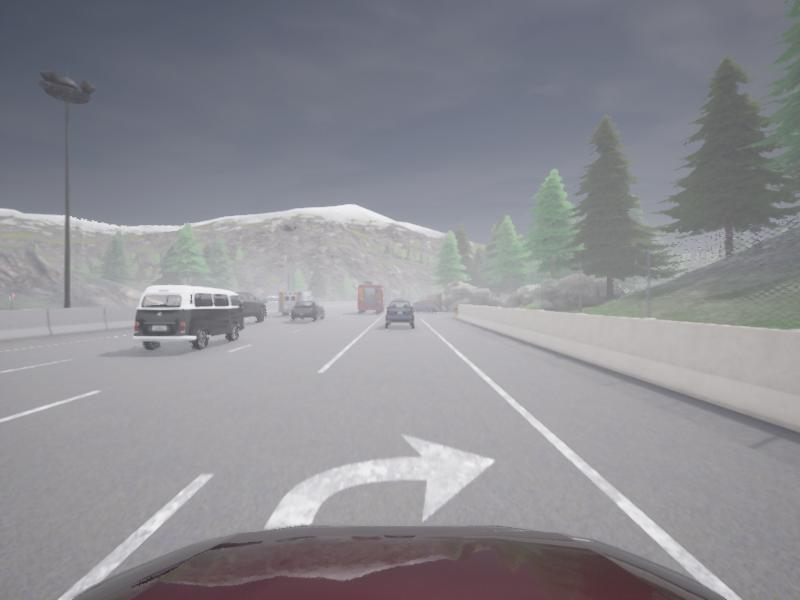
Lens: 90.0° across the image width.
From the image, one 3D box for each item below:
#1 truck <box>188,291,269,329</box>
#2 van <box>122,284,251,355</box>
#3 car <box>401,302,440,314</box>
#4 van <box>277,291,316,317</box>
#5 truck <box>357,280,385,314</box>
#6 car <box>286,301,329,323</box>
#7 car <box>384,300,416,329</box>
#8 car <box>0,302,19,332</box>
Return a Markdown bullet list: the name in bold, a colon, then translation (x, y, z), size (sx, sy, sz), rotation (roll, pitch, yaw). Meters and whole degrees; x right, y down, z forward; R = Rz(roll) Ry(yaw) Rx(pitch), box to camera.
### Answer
- **truck**: translation (-10.500, 0.533, 25.184), size (2.390, 2.098, 6.274), rotation (0, 0, 0)
- **van**: translation (-7.001, 0.565, 13.803), size (2.069, 2.038, 4.480), rotation (0, 0, 0)
- **car**: translation (2.464, 0.891, 48.084), size (4.181, 1.385, 1.994), rotation (0, 0, 26)
- **van**: translation (-10.497, 0.362, 41.111), size (2.351, 2.431, 6.366), rotation (0, 0, 0)
- **truck**: translation (-3.494, -0.340, 50.363), size (2.891, 3.827, 8.468), rotation (0, 0, 0)
- **car**: translation (-6.923, 0.824, 30.487), size (2.128, 1.511, 4.902), rotation (0, 0, -1)
- **car**: translation (-0.005, 0.806, 24.046), size (1.789, 1.549, 3.705), rotation (0, 0, 0)
- **car**: translation (-21.001, 0.846, 19.112), size (1.970, 1.475, 3.806), rotation (0, 0, 0)
